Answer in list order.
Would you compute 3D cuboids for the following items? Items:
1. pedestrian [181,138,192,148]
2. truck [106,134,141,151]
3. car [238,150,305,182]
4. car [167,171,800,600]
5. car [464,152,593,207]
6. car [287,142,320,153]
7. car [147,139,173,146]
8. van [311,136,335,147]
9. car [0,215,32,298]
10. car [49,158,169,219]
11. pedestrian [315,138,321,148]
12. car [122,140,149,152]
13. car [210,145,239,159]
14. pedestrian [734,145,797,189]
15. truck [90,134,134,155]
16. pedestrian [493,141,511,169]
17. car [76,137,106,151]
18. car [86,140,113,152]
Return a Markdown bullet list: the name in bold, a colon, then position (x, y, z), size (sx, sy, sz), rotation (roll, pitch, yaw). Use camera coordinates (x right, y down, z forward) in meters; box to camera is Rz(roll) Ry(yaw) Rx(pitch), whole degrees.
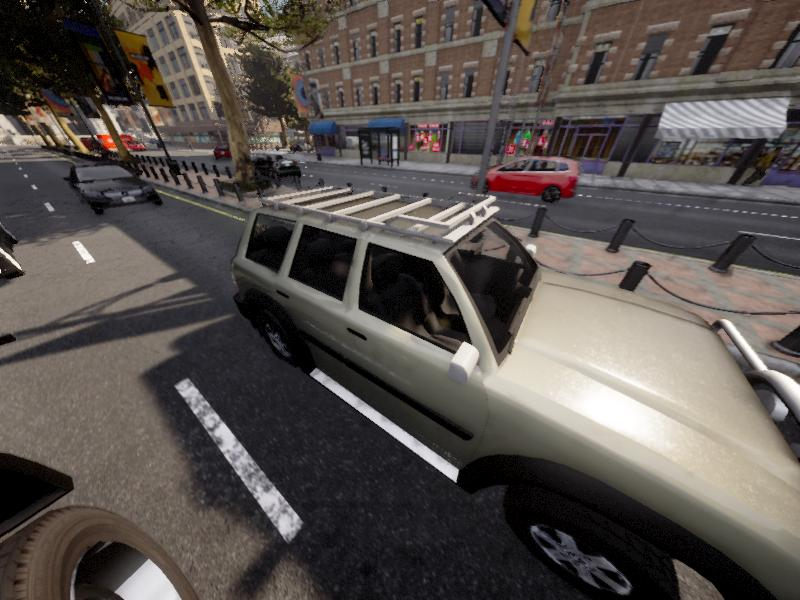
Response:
- **pedestrian**: position (-46.089, -33.944, 49.885), size (0.751, 1.860, 0.751), rotation (20, 40, 25)
- **truck**: position (-51.783, -29.459, 43.249), size (5.204, 2.467, 2.627), rotation (22, 41, 28)
- **car**: position (-8.518, -9.013, 15.383), size (3.806, 1.475, 1.970), rotation (22, 41, 28)
- **car**: position (0.238, 0.019, 2.272), size (4.605, 1.855, 1.932), rotation (22, 40, 28)
- **car**: position (5.713, -5.754, 10.688), size (4.611, 1.667, 2.242), rotation (22, 41, 28)
- **car**: position (-17.349, -27.689, 41.801), size (2.038, 1.542, 4.974), rotation (21, 40, 26)
- **car**: position (-70.619, -46.529, 68.087), size (2.033, 1.649, 4.856), rotation (22, 40, 28)
- **van**: position (-21.339, -43.754, 63.814), size (6.366, 2.431, 2.351), rotation (22, 41, 28)
- **car**: position (-9.225, -1.216, 4.281), size (4.892, 1.490, 1.837), rotation (23, 41, 27)
- **car**: position (-11.306, -4.482, 8.954), size (4.674, 1.442, 1.812), rotation (22, 41, 28)
- **pedestrian**: position (-19.155, -36.655, 53.932), size (0.751, 1.860, 0.751), rotation (-28, 44, -34)
- **car**: position (-46.232, -26.868, 40.359), size (3.988, 1.617, 1.851), rotation (22, 41, 28)
- **car**: position (-22.141, -18.852, 29.353), size (1.994, 1.385, 4.181), rotation (-13, 37, -18)
- **pedestrian**: position (18.423, -6.751, 11.725), size (0.751, 1.860, 0.751), rotation (23, 41, 29)
- **truck**: position (-44.149, -23.901, 35.405), size (5.204, 2.467, 2.627), rotation (22, 41, 28)
- **pedestrian**: position (8.312, -11.848, 18.891), size (0.751, 1.860, 0.751), rotation (23, 41, 28)
- **car**: position (-58.339, -29.479, 43.598), size (5.566, 2.045, 2.150), rotation (23, 41, 29)
- **car**: position (-52.782, -27.057, 40.579), size (3.988, 1.617, 1.851), rotation (22, 41, 28)
